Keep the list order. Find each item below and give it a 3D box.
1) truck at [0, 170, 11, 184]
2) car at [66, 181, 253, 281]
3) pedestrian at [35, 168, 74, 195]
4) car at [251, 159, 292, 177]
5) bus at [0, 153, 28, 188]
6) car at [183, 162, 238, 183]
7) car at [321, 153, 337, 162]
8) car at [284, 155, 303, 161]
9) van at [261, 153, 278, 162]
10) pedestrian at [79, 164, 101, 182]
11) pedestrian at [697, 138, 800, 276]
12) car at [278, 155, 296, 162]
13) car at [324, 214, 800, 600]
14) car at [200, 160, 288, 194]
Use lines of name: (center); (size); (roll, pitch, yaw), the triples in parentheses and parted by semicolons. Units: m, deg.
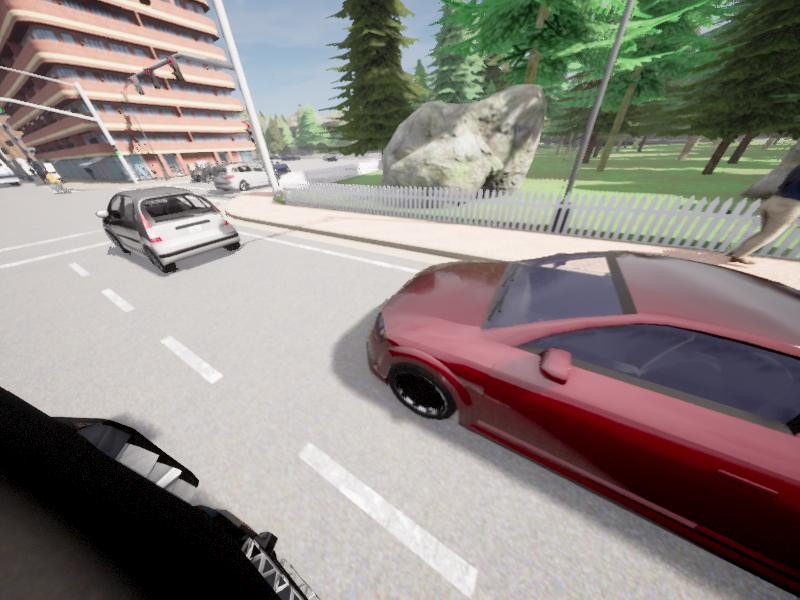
truck: (-65.567, -20.328, 36.115); (8.468, 3.827, 2.891); (16, 38, 26)
car: (-6.205, -2.041, 6.042); (3.988, 1.617, 1.851); (16, 38, 26)
pedestrian: (-28.198, -9.645, 18.884); (0.751, 1.860, 0.751); (2, 34, 7)
car: (-14.457, -15.055, 26.279); (1.970, 1.475, 3.806); (4, 34, 10)
bus: (-55.029, -17.333, 30.422); (10.273, 4.253, 3.944); (17, 38, 26)
car: (-19.131, -13.023, 23.510); (1.789, 1.549, 3.705); (8, 35, 17)
car: (-15.764, -31.502, 51.078); (2.038, 1.542, 4.974); (-19, 37, -22)
car: (-31.530, -41.922, 68.083); (5.357, 1.411, 2.033); (17, 38, 27)
van: (-38.422, -41.948, 68.128); (4.442, 1.987, 1.775); (17, 38, 27)
pedestrian: (-38.453, -15.811, 28.696); (0.751, 1.860, 0.751); (18, 39, 28)
pedestrian: (6.016, -1.444, 3.656); (0.751, 1.860, 0.751); (17, 38, 27)
car: (-31.693, -39.744, 64.732); (4.892, 1.490, 1.837); (17, 38, 27)
car: (1.724, 0.379, 2.006); (4.181, 1.385, 1.994); (16, 38, 27)
car: (-10.936, -9.019, 16.743); (2.242, 1.667, 4.611); (11, 36, 19)
